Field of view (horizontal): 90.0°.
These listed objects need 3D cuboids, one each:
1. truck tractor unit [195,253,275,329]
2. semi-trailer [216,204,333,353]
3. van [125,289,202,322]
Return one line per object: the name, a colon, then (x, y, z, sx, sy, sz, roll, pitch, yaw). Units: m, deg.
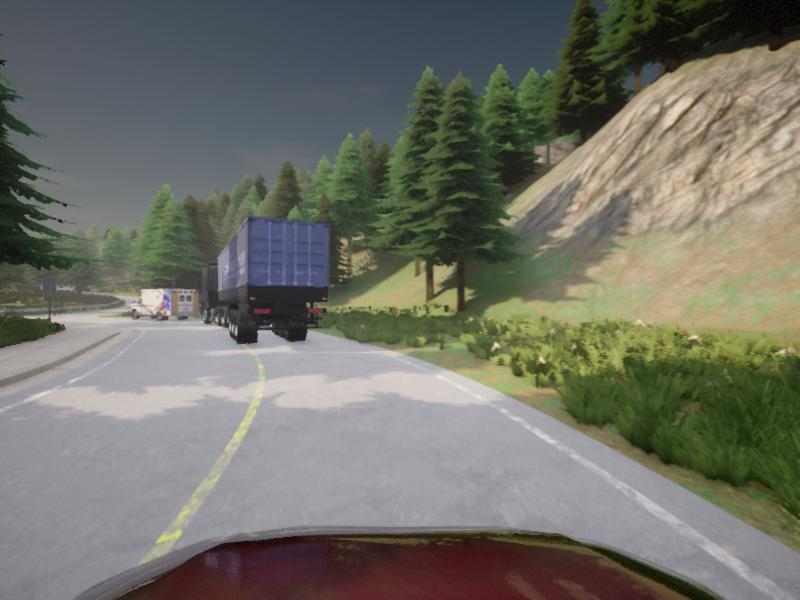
truck tractor unit: (-10.705, -0.497, 25.603, 3.053, 4.208, 6.516, 0, 0, -38)
semi-trailer: (-6.714, -0.620, 18.790, 2.717, 4.402, 14.254, 0, 0, -28)
van: (-19.014, 0.385, 32.110, 6.366, 2.431, 2.351, 0, 0, 28)
